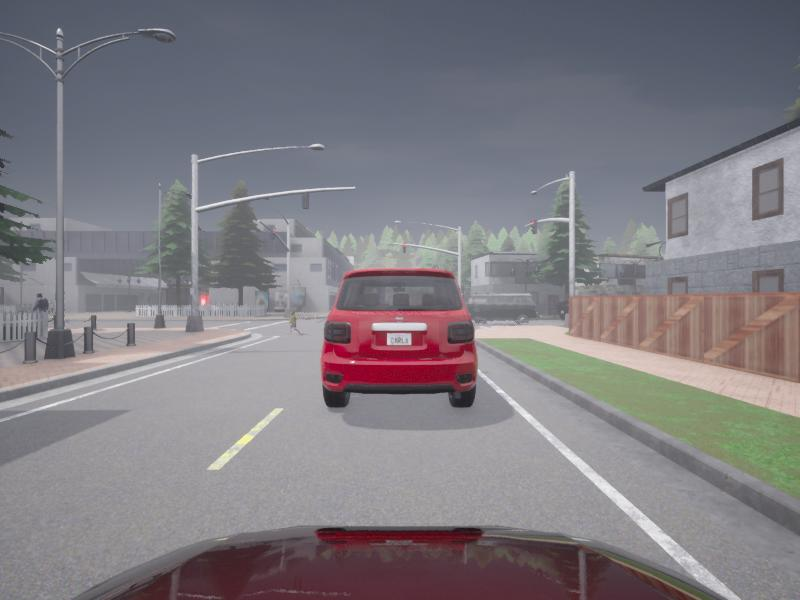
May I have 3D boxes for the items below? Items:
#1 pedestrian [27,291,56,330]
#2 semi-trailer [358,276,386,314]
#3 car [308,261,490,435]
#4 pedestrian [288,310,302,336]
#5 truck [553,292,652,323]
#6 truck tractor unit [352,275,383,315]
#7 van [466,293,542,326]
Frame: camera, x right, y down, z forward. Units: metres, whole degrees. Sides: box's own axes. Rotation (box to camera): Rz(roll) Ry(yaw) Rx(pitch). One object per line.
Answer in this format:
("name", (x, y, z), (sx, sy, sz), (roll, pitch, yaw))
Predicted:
("pedestrian", (-17.536, 0.500, 19.572), (0.751, 1.860, 0.751), (0, 0, -1))
("semi-trailer", (-3.545, -0.617, 53.892), (2.717, 4.402, 14.254), (0, 0, 0))
("car", (-0.013, 0.568, 7.496), (2.150, 2.045, 5.566), (0, 0, 0))
("pedestrian", (-4.625, 1.019, 17.653), (0.500, 1.100, 0.500), (0, 0, -6))
("truck", (14.789, 0.523, 29.358), (6.274, 2.098, 2.390), (0, 0, -9))
("truck tractor unit", (-3.561, -0.519, 45.979), (3.053, 4.208, 6.516), (0, 0, 0))
("van", (6.456, 0.580, 25.215), (4.442, 1.987, 1.775), (0, 0, 6))
